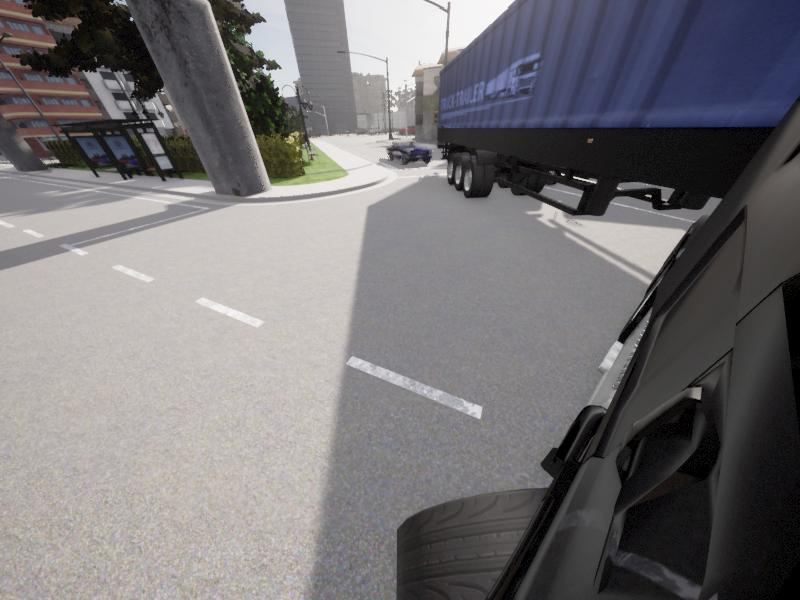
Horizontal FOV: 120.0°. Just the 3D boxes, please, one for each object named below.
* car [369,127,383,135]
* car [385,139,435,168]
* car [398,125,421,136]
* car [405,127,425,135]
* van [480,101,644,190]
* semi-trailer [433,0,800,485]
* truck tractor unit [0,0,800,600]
[{"bbox_3d":[-8.477,-59.191,80.675,2.150,2.045,5.566,15,40,22],"label":"car"},{"bbox_3d":[0.551,-10.525,16.431,1.895,1.301,4.718,-14,39,-15],"label":"car"},{"bbox_3d":[2.449,-43.422,59.130,5.566,2.045,2.150,14,40,21],"label":"car"},{"bbox_3d":[3.939,-45.173,61.791,5.008,1.535,1.882,14,40,21],"label":"car"},{"bbox_3d":[6.413,-7.123,10.579,1.988,2.561,5.915,-12,38,-13],"label":"van"},{"bbox_3d":[3.659,-4.747,6.025,2.717,4.402,14.254,-4,37,-2],"label":"semi-trailer"},{"bbox_3d":[2.645,-0.295,0.351,6.516,4.208,3.053,-28,44,-30],"label":"truck tractor unit"}]
